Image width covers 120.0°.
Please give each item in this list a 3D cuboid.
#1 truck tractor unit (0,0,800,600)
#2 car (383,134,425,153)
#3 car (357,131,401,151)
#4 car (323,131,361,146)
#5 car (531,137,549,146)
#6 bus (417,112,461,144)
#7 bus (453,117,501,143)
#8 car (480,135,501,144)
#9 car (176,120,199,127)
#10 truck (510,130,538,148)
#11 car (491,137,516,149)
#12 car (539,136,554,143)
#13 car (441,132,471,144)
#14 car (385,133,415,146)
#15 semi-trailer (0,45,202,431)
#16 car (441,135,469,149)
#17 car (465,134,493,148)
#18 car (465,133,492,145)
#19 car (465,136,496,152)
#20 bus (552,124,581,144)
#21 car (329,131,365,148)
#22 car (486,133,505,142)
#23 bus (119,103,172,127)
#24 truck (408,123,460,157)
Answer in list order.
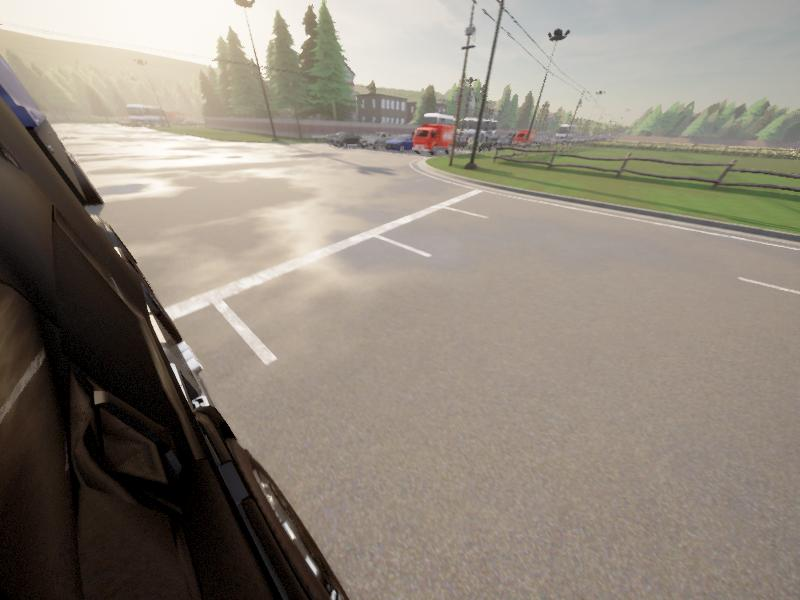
[{"bbox_3d":[-2.645,-0.295,0.351,6.516,4.208,3.053,28,44,30],"label":"truck tractor unit"},{"bbox_3d":[0.492,-16.947,24.961,1.882,1.535,5.008,27,43,29],"label":"car"},{"bbox_3d":[-2.305,-18.307,26.544,2.152,1.651,5.027,26,43,28],"label":"car"},{"bbox_3d":[-7.518,-21.230,30.292,1.812,1.442,4.674,27,43,29],"label":"car"},{"bbox_3d":[30.526,-34.567,50.287,1.994,1.385,4.181,28,44,30],"label":"car"},{"bbox_3d":[7.514,-32.461,43.786,3.944,4.253,10.273,22,41,24],"label":"bus"},{"bbox_3d":[17.296,-38.028,51.740,10.273,4.253,3.944,-22,43,-29],"label":"bus"},{"bbox_3d":[18.491,-32.809,47.167,2.163,1.488,4.792,28,44,30],"label":"car"},{"bbox_3d":[-66.247,-55.118,72.092,2.163,1.488,4.792,9,37,9],"label":"car"},{"bbox_3d":[22.652,-29.518,42.182,2.627,2.467,5.204,28,44,30],"label":"truck"},{"bbox_3d":[16.314,-24.673,36.295,1.994,1.385,4.181,28,44,30],"label":"car"},{"bbox_3d":[41.494,-45.549,65.424,2.128,1.511,4.902,28,44,30],"label":"car"},{"bbox_3d":[10.229,-29.780,42.506,4.611,1.667,2.242,-12,39,-18],"label":"car"},{"bbox_3d":[0.033,-23.163,33.360,1.994,1.385,4.181,28,44,30],"label":"car"},{"bbox_3d":[-8.702,-3.592,4.239,14.254,4.402,2.717,28,44,30],"label":"semi-trailer"},{"bbox_3d":[7.617,-21.949,32.081,1.970,1.475,3.806,28,44,30],"label":"car"},{"bbox_3d":[12.712,-25.571,37.036,2.242,1.667,4.611,28,44,30],"label":"car"},{"bbox_3d":[14.674,-30.043,43.107,4.611,1.667,2.242,-26,45,-33],"label":"car"},{"bbox_3d":[10.765,-20.870,30.781,2.007,1.525,4.514,28,44,30],"label":"car"},{"bbox_3d":[47.804,-47.600,66.237,3.944,4.253,10.273,28,43,30],"label":"bus"},{"bbox_3d":[-6.138,-18.867,27.128,1.789,1.549,3.705,26,43,28],"label":"car"},{"bbox_3d":[23.274,-39.411,56.122,2.152,1.651,5.027,31,45,33],"label":"car"},{"bbox_3d":[-62.972,-45.926,57.709,3.944,4.253,10.273,-8,38,-14],"label":"bus"},{"bbox_3d":[3.482,-16.107,23.232,2.627,2.467,5.204,26,43,28],"label":"truck"}]
